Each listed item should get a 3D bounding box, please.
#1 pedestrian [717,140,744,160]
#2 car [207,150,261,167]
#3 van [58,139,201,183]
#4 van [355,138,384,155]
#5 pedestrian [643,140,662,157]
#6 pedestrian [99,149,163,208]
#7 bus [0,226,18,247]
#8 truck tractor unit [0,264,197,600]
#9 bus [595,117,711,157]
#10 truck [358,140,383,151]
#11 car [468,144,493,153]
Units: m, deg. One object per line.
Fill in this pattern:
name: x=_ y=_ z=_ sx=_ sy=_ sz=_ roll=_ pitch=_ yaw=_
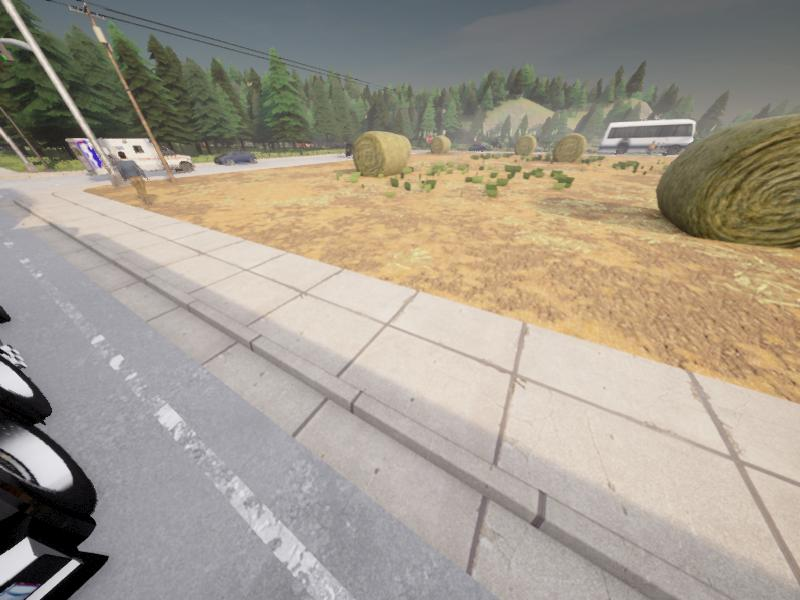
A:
pedestrian: x=37.492 y=-17.052 z=26.227 sx=0.751 sy=1.860 sz=0.751 roll=-11 pitch=36 yaw=-15
car: x=-18.306 y=-15.825 z=25.716 sx=1.994 sy=1.385 sz=4.181 roll=19 pitch=39 yaw=25
van: x=-19.924 y=-10.845 z=17.653 sx=2.351 sy=2.431 sz=6.366 roll=19 pitch=39 yaw=25
van: x=-5.502 y=-28.497 z=42.786 sx=1.988 sy=2.561 sz=5.915 roll=19 pitch=39 yaw=25
pedestrian: x=33.447 y=-20.116 z=30.659 sx=0.751 sy=1.860 sz=0.751 roll=9 pitch=36 yaw=13
pedestrian: x=-9.987 y=-4.555 z=8.686 sx=0.751 sy=1.860 sz=0.751 roll=-23 pitch=41 yaw=-29
bus: x=-16.504 y=-3.940 z=6.093 sx=10.273 sy=4.253 sz=3.944 roll=19 pitch=39 yaw=23
truck tractor unit: x=-5.108 y=-0.305 z=0.776 sx=6.516 sy=4.208 sz=3.053 roll=19 pitch=39 yaw=24
bus: x=35.941 y=-23.680 z=33.994 sx=10.273 sy=4.253 sz=3.944 roll=19 pitch=39 yaw=28
truck: x=-7.451 y=-39.268 z=58.590 sx=6.274 sy=2.098 sz=2.390 roll=21 pitch=40 yaw=28
car: x=15.918 y=-30.144 z=45.846 sx=4.193 sy=1.474 sz=1.816 roll=21 pitch=40 yaw=27
